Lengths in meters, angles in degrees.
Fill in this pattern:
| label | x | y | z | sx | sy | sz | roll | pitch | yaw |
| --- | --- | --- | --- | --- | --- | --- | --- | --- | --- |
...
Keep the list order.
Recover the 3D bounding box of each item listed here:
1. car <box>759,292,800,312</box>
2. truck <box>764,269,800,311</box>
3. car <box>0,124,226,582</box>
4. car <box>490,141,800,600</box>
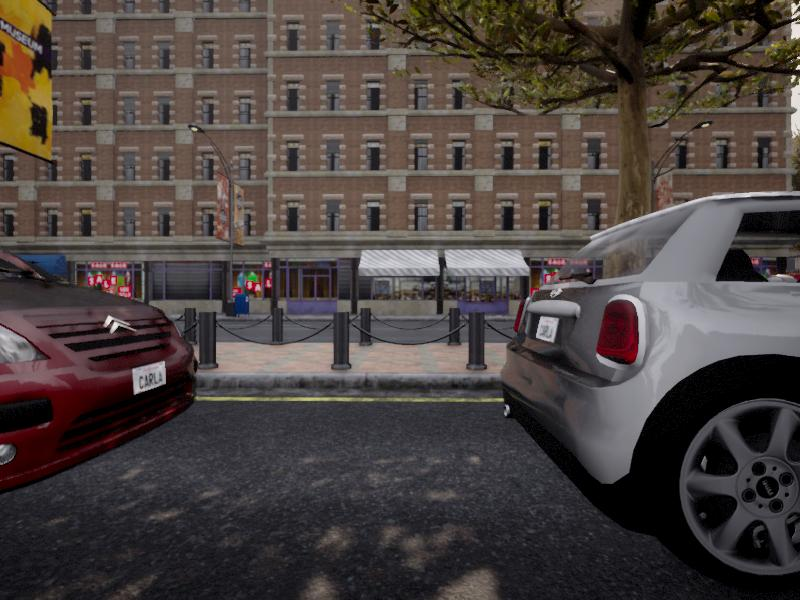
| label | x | y | z | sx | sy | sz | roll | pitch | yaw |
| --- | --- | --- | --- | --- | --- | --- | --- | --- | --- |
| car | 34.548 | 0.171 | 34.748 | 1.930 | 1.638 | 5.238 | 0 | 0 | 0 |
| truck | 38.063 | -0.920 | 36.045 | 2.891 | 3.827 | 8.468 | 0 | 0 | 1 |
| car | -3.390 | 0.188 | 2.287 | 3.988 | 1.617 | 1.851 | 0 | 0 | 1 |
| car | 2.600 | 0.253 | 2.173 | 3.806 | 1.475 | 1.970 | 0 | 0 | 1 |
